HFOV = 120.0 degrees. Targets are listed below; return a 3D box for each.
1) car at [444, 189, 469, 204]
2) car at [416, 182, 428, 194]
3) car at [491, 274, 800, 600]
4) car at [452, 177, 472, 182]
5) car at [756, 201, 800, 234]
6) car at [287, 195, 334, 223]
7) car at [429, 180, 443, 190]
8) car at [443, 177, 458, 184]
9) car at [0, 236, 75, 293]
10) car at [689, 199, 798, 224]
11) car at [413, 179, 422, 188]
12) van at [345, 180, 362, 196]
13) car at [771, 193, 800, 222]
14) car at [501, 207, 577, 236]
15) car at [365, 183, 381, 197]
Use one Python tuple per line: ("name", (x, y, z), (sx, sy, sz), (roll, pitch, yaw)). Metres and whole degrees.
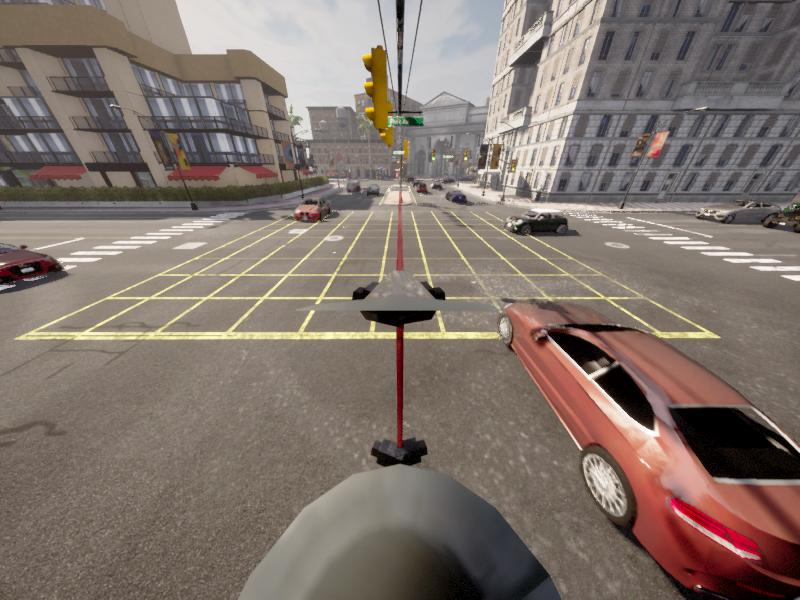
("car", (7.400, -13.758, 30.466), (1.994, 1.385, 4.181), (-2, 30, -3))
("car", (3.836, -20.056, 41.136), (1.851, 1.617, 3.988), (0, 30, 0))
("car", (3.705, 1.295, 4.140), (2.152, 1.651, 5.027), (0, 30, 0))
("car", (18.709, -36.308, 69.485), (5.357, 1.411, 2.033), (0, 30, 1))
("car", (28.845, -5.803, 16.166), (3.866, 1.878, 1.905), (0, 30, 0))
("car", (-7.727, -8.231, 20.587), (2.242, 1.667, 4.611), (0, 30, 0))
("car", (7.356, -23.516, 47.220), (2.038, 1.542, 4.974), (0, 31, -1))
("car", (13.404, -31.804, 61.562), (3.633, 1.501, 1.845), (-20, 35, -31))
("car", (-16.481, -1.552, 9.326), (4.181, 1.385, 1.994), (6, 31, 11))
("car", (28.323, -7.433, 19.258), (5.027, 1.651, 2.152), (0, 30, 0))
("car", (3.868, -26.141, 51.791), (1.837, 1.490, 4.892), (0, 30, 0))
("van", (-7.675, -18.664, 38.345), (1.775, 1.987, 4.442), (0, 30, 0))
("car", (35.930, -7.622, 19.162), (5.566, 2.045, 2.150), (0, 30, 0))
("car", (9.414, -5.456, 15.979), (3.806, 1.475, 1.970), (-3, 30, -5))
("car", (-4.180, -17.437, 36.565), (1.930, 1.638, 5.238), (0, 30, 0))
